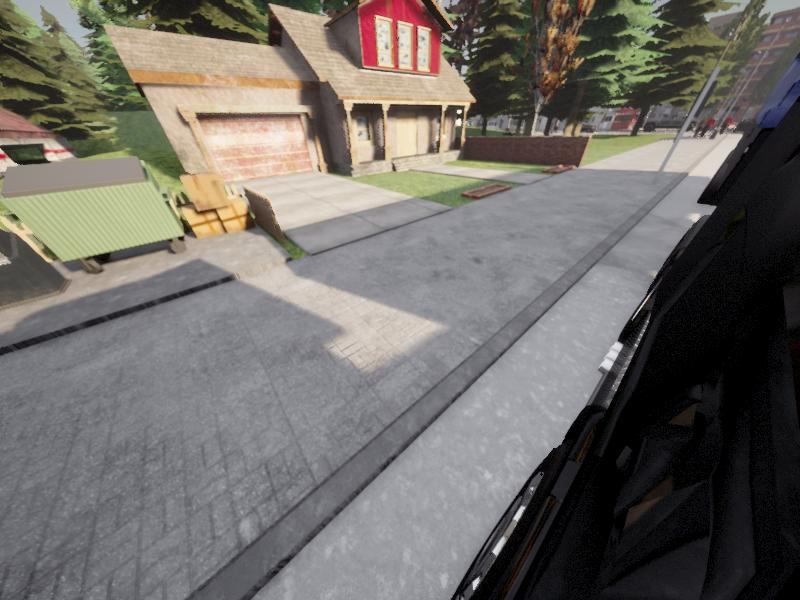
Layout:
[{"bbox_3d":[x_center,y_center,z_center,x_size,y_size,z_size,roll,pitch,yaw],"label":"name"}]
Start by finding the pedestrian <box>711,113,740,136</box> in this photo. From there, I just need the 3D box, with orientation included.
[{"bbox_3d":[33.133,-17.818,23.522,0.751,1.860,0.751,-18,39,-19],"label":"pedestrian"}]

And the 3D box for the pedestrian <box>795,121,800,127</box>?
[{"bbox_3d":[52.423,-23.406,29.734,0.751,1.860,0.751,-22,41,-24],"label":"pedestrian"}]

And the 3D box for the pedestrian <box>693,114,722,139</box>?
[{"bbox_3d":[29.075,-16.384,21.870,0.751,1.860,0.751,-18,39,-20],"label":"pedestrian"}]

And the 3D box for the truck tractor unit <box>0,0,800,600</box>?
[{"bbox_3d":[2.645,-0.295,0.352,6.516,4.208,3.053,-28,44,-30],"label":"truck tractor unit"}]

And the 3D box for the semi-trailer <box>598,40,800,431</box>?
[{"bbox_3d":[8.693,-3.614,4.224,14.254,4.402,2.717,-28,44,-30],"label":"semi-trailer"}]

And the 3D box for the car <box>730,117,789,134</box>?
[{"bbox_3d":[41.030,-20.058,26.536,1.816,1.474,4.193,15,40,22],"label":"car"}]

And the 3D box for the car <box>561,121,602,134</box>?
[{"bbox_3d":[31.804,-30.335,40.716,2.152,1.651,5.027,-28,44,-30],"label":"car"}]

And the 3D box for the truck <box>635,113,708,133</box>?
[{"bbox_3d":[39.061,-25.563,33.487,2.390,2.098,6.274,-28,44,-30],"label":"truck"}]

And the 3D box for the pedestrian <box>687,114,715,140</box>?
[{"bbox_3d":[28.421,-16.333,21.844,0.751,1.860,0.751,-21,40,-22],"label":"pedestrian"}]
